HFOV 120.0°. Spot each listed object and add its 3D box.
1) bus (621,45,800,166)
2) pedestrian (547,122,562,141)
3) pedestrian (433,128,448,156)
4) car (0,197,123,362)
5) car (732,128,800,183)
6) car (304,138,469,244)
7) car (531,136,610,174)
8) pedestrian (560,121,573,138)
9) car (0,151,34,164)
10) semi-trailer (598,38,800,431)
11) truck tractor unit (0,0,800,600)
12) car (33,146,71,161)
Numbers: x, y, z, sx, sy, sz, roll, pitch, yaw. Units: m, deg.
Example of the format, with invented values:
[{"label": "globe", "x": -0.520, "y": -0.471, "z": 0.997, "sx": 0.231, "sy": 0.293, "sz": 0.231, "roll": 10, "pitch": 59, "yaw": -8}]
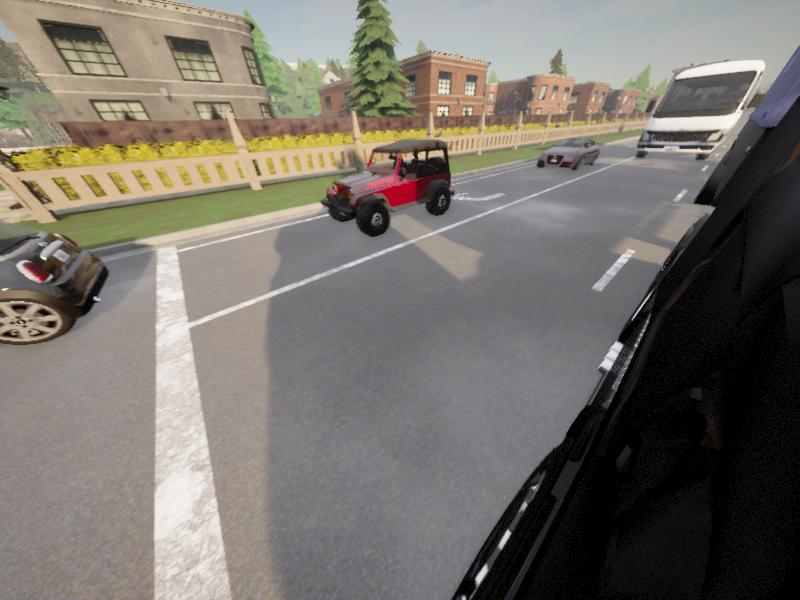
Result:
[{"label": "bus", "x": 18.862, "y": -11.515, "z": 14.372, "sx": 10.273, "sy": 4.253, "sz": 3.944, "roll": -28, "pitch": 44, "yaw": -30}, {"label": "pedestrian", "x": 19.076, "y": -20.807, "z": 28.505, "sx": 0.751, "sy": 1.860, "sz": 0.751, "roll": -28, "pitch": 44, "yaw": -30}, {"label": "pedestrian", "x": 3.323, "y": -12.959, "z": 18.940, "sx": 0.751, "sy": 1.860, "sz": 0.751, "roll": 28, "pitch": 46, "yaw": 34}, {"label": "car", "x": -6.416, "y": 0.128, "z": 2.616, "sx": 3.806, "sy": 1.475, "sz": 1.970, "roll": -27, "pitch": 43, "yaw": -29}, {"label": "car", "x": 16.523, "y": -6.149, "z": 9.620, "sx": 4.902, "sy": 1.511, "sz": 2.128, "roll": -24, "pitch": 42, "yaw": -26}, {"label": "car", "x": -0.180, "y": -3.287, "z": 6.469, "sx": 3.866, "sy": 1.878, "sz": 1.905, "roll": -28, "pitch": 44, "yaw": -30}, {"label": "car", "x": 9.552, "y": -8.227, "z": 12.938, "sx": 4.181, "sy": 1.385, "sz": 1.994, "roll": -28, "pitch": 44, "yaw": -30}, {"label": "pedestrian", "x": 22.789, "y": -23.289, "z": 31.605, "sx": 0.751, "sy": 1.860, "sz": 0.751, "roll": -29, "pitch": 44, "yaw": -31}, {"label": "car", "x": -57.936, "y": -21.443, "z": 34.723, "sx": 1.895, "sy": 1.301, "sz": 4.718, "roll": -27, "pitch": 43, "yaw": -29}, {"label": "semi-trailer", "x": 8.670, "y": -3.617, "z": 4.267, "sx": 14.254, "sy": 4.402, "sz": 2.717, "roll": -28, "pitch": 44, "yaw": -30}, {"label": "truck tractor unit", "x": 2.645, "y": -0.295, "z": 0.351, "sx": 6.516, "sy": 4.208, "sz": 3.053, "roll": -28, "pitch": 44, "yaw": -30}, {"label": "car", "x": -56.805, "y": -24.140, "z": 37.865, "sx": 2.097, "sy": 1.767, "sz": 4.553, "roll": -27, "pitch": 43, "yaw": -29}]
